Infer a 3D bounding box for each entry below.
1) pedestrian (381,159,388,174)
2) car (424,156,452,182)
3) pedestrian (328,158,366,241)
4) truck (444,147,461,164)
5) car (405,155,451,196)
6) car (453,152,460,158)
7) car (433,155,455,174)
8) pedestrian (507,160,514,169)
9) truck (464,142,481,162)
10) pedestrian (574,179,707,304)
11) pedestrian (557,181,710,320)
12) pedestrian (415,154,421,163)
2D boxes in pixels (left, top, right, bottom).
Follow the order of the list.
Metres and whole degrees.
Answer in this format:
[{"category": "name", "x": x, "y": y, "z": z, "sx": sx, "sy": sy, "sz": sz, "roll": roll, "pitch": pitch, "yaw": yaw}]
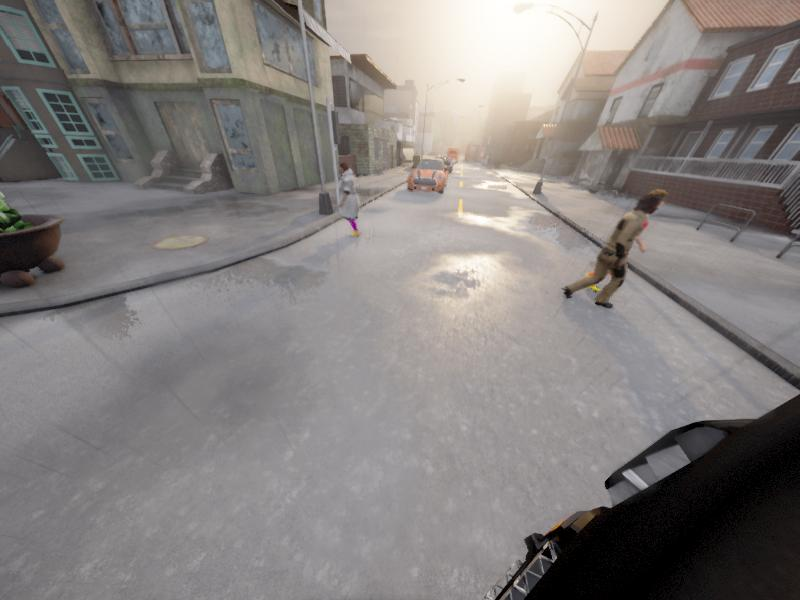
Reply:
[{"category": "pedestrian", "x": -1.352, "y": -11.976, "z": 20.714, "sx": 0.500, "sy": 1.100, "sz": 0.500, "roll": 9, "pitch": 34, "yaw": 9}, {"category": "car", "x": 3.331, "y": -11.328, "z": 19.855, "sx": 1.851, "sy": 1.617, "sz": 3.988, "roll": 9, "pitch": 34, "yaw": 9}, {"category": "pedestrian", "x": -1.307, "y": -2.590, "z": 6.041, "sx": 0.751, "sy": 1.860, "sz": 0.751, "roll": -1, "pitch": 34, "yaw": -5}, {"category": "truck", "x": 10.326, "y": -28.302, "z": 45.236, "sx": 2.627, "sy": 2.467, "sz": 5.204, "roll": 9, "pitch": 34, "yaw": 9}, {"category": "car", "x": 1.874, "y": -7.914, "z": 14.422, "sx": 2.097, "sy": 1.767, "sz": 4.553, "roll": 9, "pitch": 34, "yaw": 10}, {"category": "car", "x": 19.616, "y": -50.061, "z": 79.737, "sx": 2.033, "sy": 1.411, "sz": 5.357, "roll": 9, "pitch": 34, "yaw": 9}, {"category": "car", "x": 5.078, "y": -15.458, "z": 26.287, "sx": 2.038, "sy": 1.542, "sz": 4.974, "roll": 9, "pitch": 34, "yaw": 9}, {"category": "pedestrian", "x": 16.174, "y": -19.829, "z": 33.868, "sx": 0.500, "sy": 1.100, "sz": 0.500, "roll": 5, "pitch": 34, "yaw": 3}, {"category": "truck", "x": 17.626, "y": -36.282, "z": 56.585, "sx": 2.891, "sy": 3.827, "sz": 8.468, "roll": 9, "pitch": 34, "yaw": 9}, {"category": "pedestrian", "x": 3.907, "y": -0.994, "z": 4.015, "sx": 0.751, "sy": 1.860, "sz": 0.751, "roll": 19, "pitch": 37, "yaw": 23}, {"category": "pedestrian", "x": 3.318, "y": -0.733, "z": 3.579, "sx": 0.751, "sy": 1.860, "sz": 0.751, "roll": 13, "pitch": 35, "yaw": 15}, {"category": "pedestrian", "x": 2.874, "y": -22.655, "z": 36.974, "sx": 0.751, "sy": 1.300, "sz": 0.751, "roll": 8, "pitch": 34, "yaw": 7}]
